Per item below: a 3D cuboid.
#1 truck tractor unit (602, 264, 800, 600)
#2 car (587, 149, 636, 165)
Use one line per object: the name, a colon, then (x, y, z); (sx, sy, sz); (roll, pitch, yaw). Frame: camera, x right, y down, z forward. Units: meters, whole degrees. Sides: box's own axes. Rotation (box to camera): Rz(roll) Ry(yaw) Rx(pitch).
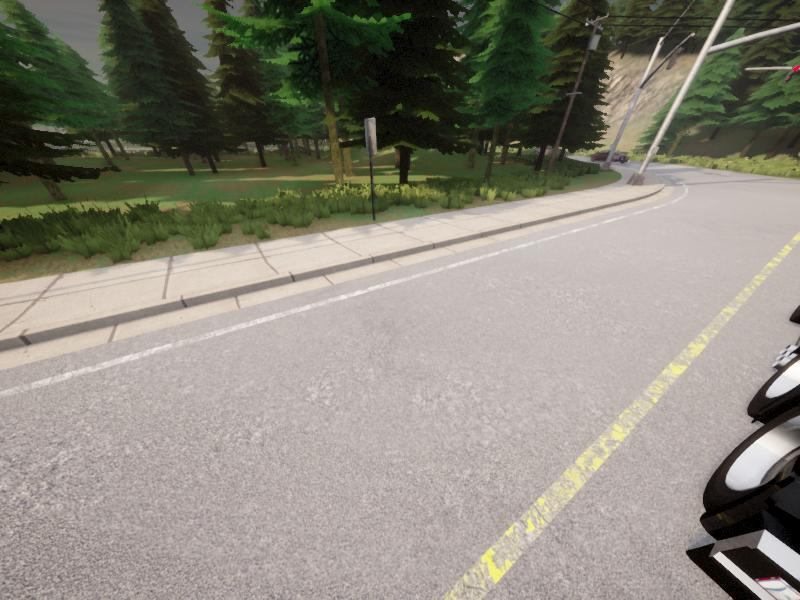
truck tractor unit: (5.109, -0.302, 0.781); (6.516, 4.208, 3.053); (-18, 39, -24)
car: (25.390, -17.393, 27.956); (1.994, 1.385, 4.181); (0, 35, -1)
